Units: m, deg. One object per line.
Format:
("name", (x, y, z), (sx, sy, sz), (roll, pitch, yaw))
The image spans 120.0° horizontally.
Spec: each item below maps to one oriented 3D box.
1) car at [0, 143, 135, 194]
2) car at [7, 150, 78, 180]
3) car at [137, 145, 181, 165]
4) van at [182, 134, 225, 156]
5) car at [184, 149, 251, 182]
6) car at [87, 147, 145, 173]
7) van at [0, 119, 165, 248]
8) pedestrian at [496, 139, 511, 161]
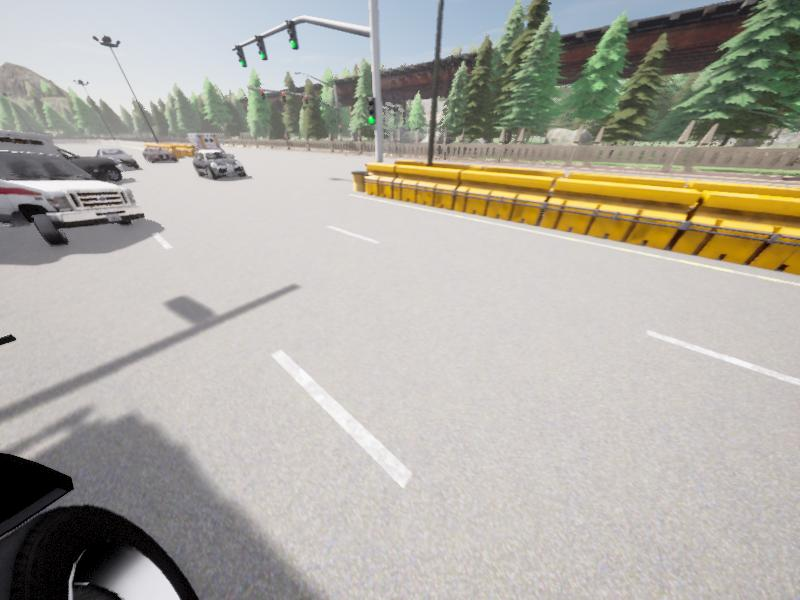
("car", (-17.850, -7.000, 12.038), (1.932, 1.855, 4.605), (15, 37, 19))
("car", (-23.779, -9.143, 15.474), (4.181, 1.385, 1.994), (25, 42, 31))
("car", (-23.984, -14.458, 22.961), (4.181, 1.385, 1.994), (25, 42, 31))
("van", (-27.781, -21.991, 32.639), (6.366, 2.431, 2.351), (25, 42, 31))
("car", (-11.636, -8.650, 14.739), (3.806, 1.475, 1.970), (25, 42, 31))
("car", (-22.788, -11.302, 18.498), (5.357, 1.411, 2.033), (25, 42, 31))
("van", (-10.748, -2.977, 5.947), (6.366, 2.431, 2.351), (3, 27, 2))
("pedestrian", (10.444, -15.103, 23.286), (0.751, 1.860, 0.751), (26, 43, 31))
